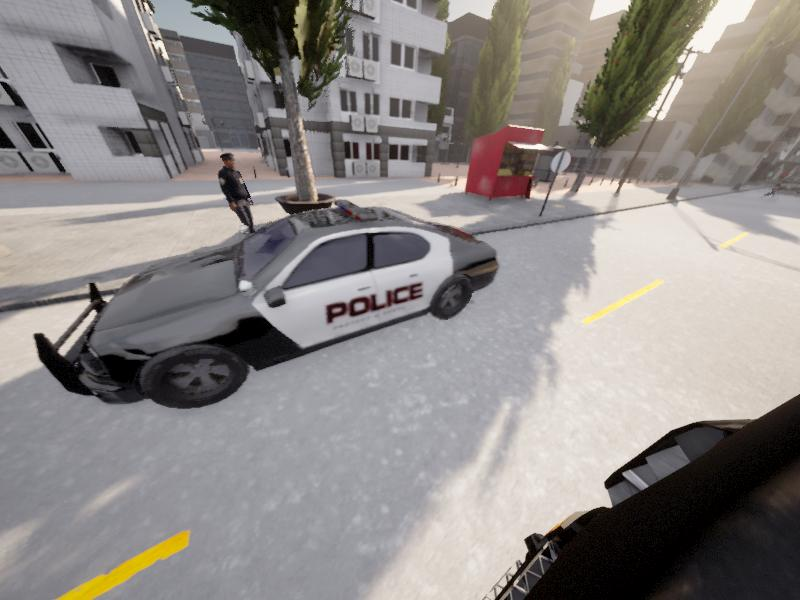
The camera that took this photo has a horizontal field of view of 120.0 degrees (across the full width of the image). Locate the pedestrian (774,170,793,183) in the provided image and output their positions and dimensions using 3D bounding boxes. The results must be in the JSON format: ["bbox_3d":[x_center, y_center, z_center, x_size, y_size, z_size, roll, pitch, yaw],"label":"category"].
[{"bbox_3d":[61.029,-19.652,36.750,0.751,1.860,0.751,-18,39,-28],"label":"pedestrian"}]

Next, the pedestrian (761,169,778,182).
[{"bbox_3d":[61.978,-20.924,38.751,0.751,1.860,0.751,-18,39,-29],"label":"pedestrian"}]

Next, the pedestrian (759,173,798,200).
[{"bbox_3d":[29.902,-8.988,18.281,0.751,1.860,0.751,-17,38,-27],"label":"pedestrian"}]

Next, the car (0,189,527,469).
[{"bbox_3d":[-0.990,-0.440,3.184,4.974,1.542,2.038,-16,38,-26],"label":"car"}]

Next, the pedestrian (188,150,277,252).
[{"bbox_3d":[-3.444,-2.087,4.946,0.751,1.860,0.751,9,34,9],"label":"pedestrian"}]

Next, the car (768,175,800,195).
[{"bbox_3d":[42.247,-12.398,24.789,4.514,1.525,2.007,-16,38,-26],"label":"car"}]
